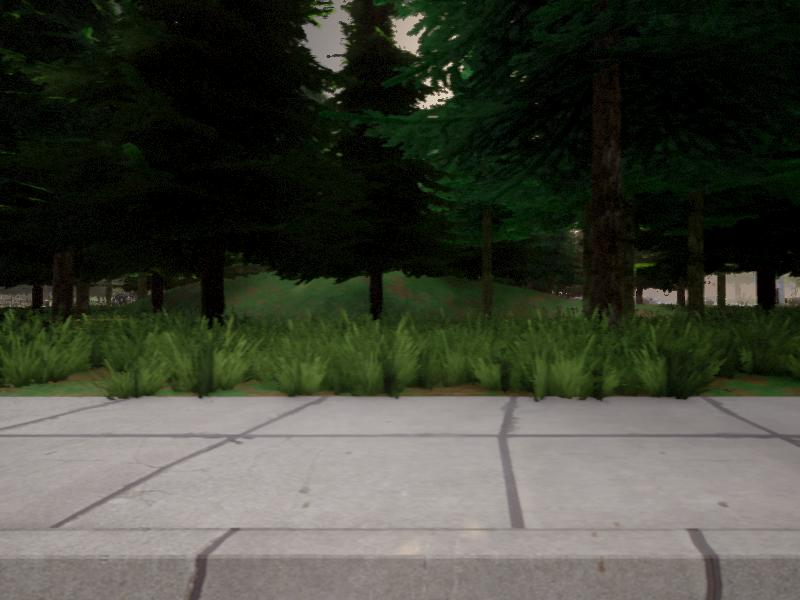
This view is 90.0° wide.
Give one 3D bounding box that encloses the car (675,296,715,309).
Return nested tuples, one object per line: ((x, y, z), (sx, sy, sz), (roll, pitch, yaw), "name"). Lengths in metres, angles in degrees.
((33.847, 0.262, 46.014), (1.970, 1.475, 3.806), (0, 0, 3), "car")

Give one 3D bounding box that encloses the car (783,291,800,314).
((29.096, 0.184, 26.860), (2.152, 1.651, 5.027), (0, 0, 4), "car")

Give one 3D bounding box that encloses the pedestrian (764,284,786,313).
((24.840, -0.111, 26.493), (0.751, 1.860, 0.751), (0, 0, -3), "pedestrian")

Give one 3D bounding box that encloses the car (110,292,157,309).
((-30.053, 0.076, 45.305), (1.932, 1.855, 4.605), (0, 0, 4), "car")
